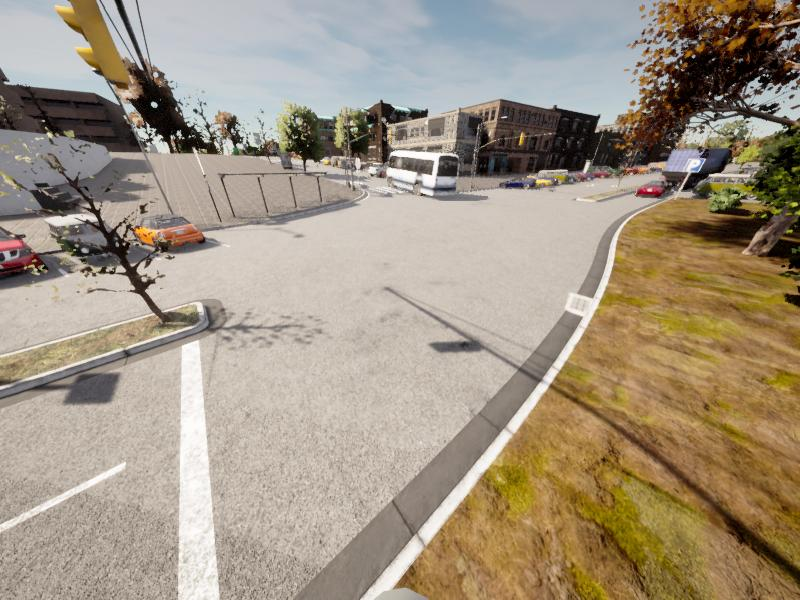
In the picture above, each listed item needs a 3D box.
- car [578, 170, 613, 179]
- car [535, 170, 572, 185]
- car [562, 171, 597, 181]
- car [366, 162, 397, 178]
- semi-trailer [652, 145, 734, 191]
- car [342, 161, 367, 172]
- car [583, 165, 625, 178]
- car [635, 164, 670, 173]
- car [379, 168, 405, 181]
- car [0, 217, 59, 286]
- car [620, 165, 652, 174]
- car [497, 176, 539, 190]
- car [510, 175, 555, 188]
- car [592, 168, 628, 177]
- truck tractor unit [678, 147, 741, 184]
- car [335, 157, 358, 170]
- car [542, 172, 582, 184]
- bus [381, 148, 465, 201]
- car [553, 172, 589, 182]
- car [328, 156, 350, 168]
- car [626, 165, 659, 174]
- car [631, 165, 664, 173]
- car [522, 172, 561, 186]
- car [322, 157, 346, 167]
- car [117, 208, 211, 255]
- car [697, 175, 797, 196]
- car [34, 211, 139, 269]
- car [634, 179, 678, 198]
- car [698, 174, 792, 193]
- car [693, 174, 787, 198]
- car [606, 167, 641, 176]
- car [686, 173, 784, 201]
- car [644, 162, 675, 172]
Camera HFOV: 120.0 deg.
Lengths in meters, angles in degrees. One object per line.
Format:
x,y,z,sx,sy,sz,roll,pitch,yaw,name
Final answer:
36.781,-23.674,43.552,4.674,1.452,2.002,20,37,33,car
24.186,-19.390,36.497,4.442,1.987,1.878,19,36,31,car
31.680,-21.906,40.851,4.674,1.452,2.002,19,36,32,car
-3.124,-22.424,39.795,2.435,2.045,5.566,21,37,23,car
37.650,-17.011,29.513,14.254,4.402,2.717,-20,35,-27,semi-trailer
-8.914,-26.385,45.522,2.231,1.521,4.892,21,37,23,car
39.365,-24.796,44.732,5.566,2.045,2.435,20,37,33,car
60.044,-31.365,55.174,5.366,1.575,1.946,22,38,35,car
-1.231,-20.775,38.067,2.002,1.452,4.674,21,37,23,car
-18.453,-2.226,10.271,5.566,2.045,2.435,15,34,27,car
52.328,-28.939,51.258,4.553,1.767,2.185,21,38,34,car
16.543,-16.502,32.563,4.792,1.488,2.163,18,36,31,car
19.246,-17.332,33.735,5.366,1.575,1.946,18,36,31,car
41.921,-25.455,46.197,5.008,1.535,2.097,20,37,33,car
44.301,-19.281,33.155,6.516,4.208,3.053,-19,35,-26,truck tractor unit
-10.866,-27.919,47.185,1.878,1.987,4.442,21,37,23,car
26.611,-20.140,38.075,4.892,1.521,2.231,19,36,32,car
2.019,-14.943,27.142,3.944,4.253,10.273,-17,39,-29,bus
29.144,-21.005,39.471,4.674,1.452,2.002,19,37,32,car
-12.791,-29.317,49.059,1.878,1.987,4.442,21,37,23,car
54.944,-29.664,52.587,4.892,1.521,2.231,22,38,35,car
57.558,-30.497,53.847,5.008,1.535,2.097,22,37,35,car
21.562,-18.424,35.211,4.553,1.767,2.185,19,36,31,car
-14.577,-30.665,51.280,1.946,1.575,5.366,21,37,23,car
-13.789,-4.164,13.541,4.553,1.767,2.185,15,35,27,car
35.730,-12.037,24.127,5.366,1.575,1.946,21,37,31,car
-16.054,-3.211,11.856,4.442,1.987,1.878,15,34,27,car
26.876,-11.770,24.271,4.181,1.385,1.994,-21,36,-29,car
37.900,-13.039,25.682,5.366,1.575,1.946,21,38,31,car
33.092,-11.306,22.797,4.553,1.767,2.185,20,37,31,car
47.102,-27.159,48.787,5.008,1.535,2.097,21,38,34,car
30.571,-10.506,21.390,4.442,1.987,1.878,20,38,31,car
62.903,-32.281,56.119,4.442,1.987,1.878,22,38,35,car
